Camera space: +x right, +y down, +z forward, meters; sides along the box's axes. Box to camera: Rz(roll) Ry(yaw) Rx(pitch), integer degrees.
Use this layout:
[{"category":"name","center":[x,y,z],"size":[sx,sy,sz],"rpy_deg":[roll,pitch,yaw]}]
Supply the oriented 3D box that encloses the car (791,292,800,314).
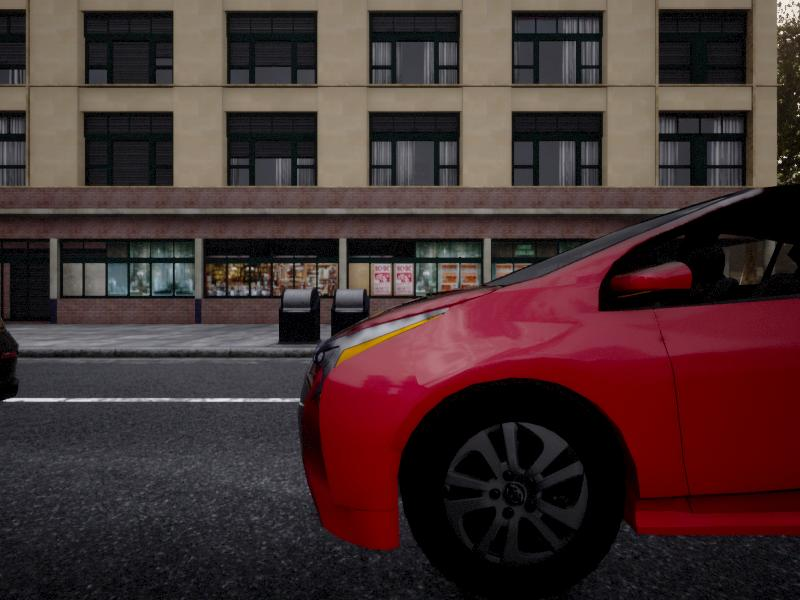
[{"category":"car","center":[29.894,0.201,26.977],"size":[1.801,1.575,5.366],"rpy_deg":[0,0,-1]}]

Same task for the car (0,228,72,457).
[{"category":"car","center":[-4.859,0.270,2.172],"size":[4.674,1.442,1.812],"rpy_deg":[0,0,0]}]

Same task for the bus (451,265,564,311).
[{"category":"bus","center":[10.563,-1.129,40.265],"size":[10.273,4.253,3.944],"rpy_deg":[-1,0,0]}]

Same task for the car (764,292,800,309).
[{"category":"car","center":[42.436,0.046,43.539],"size":[3.866,1.878,1.905],"rpy_deg":[0,0,-1]}]

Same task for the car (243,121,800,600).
[{"category":"car","center":[1.791,0.228,2.195],"size":[4.514,1.525,2.007],"rpy_deg":[0,0,0]}]
